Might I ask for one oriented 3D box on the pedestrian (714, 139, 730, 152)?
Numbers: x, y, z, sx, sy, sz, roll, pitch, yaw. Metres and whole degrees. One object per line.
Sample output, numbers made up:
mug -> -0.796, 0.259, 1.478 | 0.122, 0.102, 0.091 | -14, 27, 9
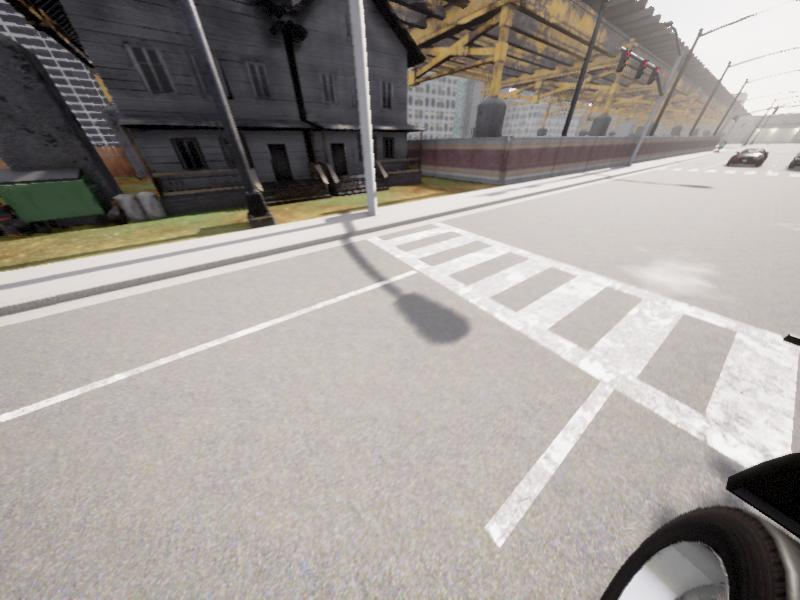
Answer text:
pedestrian -> 56.693, -27.197, 40.672 | 0.751, 1.860, 0.751 | -20, 38, -25

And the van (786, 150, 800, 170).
van -> 35.267, -12.500, 19.313 | 5.915, 2.561, 1.988 | -23, 40, -28

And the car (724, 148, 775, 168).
car -> 33.525, -13.694, 22.164 | 4.181, 1.385, 1.994 | -21, 39, -27
